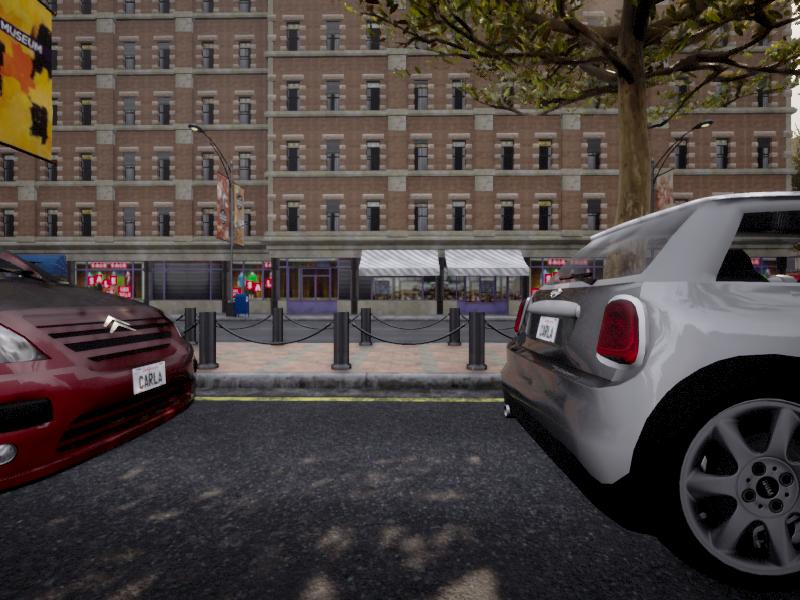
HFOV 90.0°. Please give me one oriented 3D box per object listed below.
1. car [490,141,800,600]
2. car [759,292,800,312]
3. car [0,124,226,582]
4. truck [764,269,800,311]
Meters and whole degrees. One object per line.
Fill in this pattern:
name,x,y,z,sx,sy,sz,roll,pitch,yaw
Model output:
car,2.600,0.253,2.173,3.806,1.475,1.970,0,0,1
car,34.548,0.171,34.748,1.930,1.638,5.238,0,0,0
car,-3.390,0.188,2.287,3.988,1.617,1.851,0,0,1
truck,38.063,-0.920,36.045,2.891,3.827,8.468,0,0,1
